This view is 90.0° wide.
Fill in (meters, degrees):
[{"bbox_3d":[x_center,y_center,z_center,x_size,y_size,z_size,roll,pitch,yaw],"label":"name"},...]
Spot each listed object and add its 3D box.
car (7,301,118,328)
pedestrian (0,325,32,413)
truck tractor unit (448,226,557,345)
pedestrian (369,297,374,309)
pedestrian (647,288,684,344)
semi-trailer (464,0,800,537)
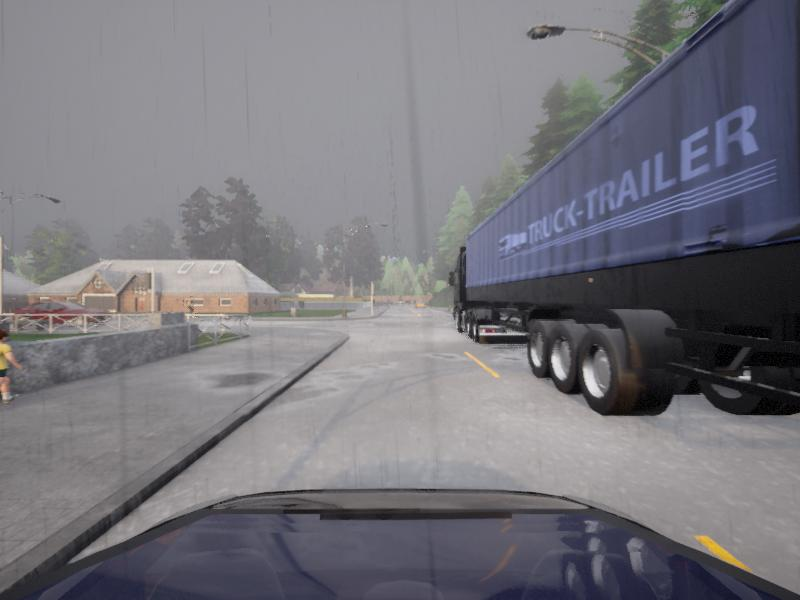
[{"bbox_3d":[-19.894,0.817,23.709,5.008,1.535,1.882,0,0,0],"label":"car"},{"bbox_3d":[-5.372,0.903,5.315,0.500,1.100,0.500,0,0,0],"label":"pedestrian"},{"bbox_3d":[3.995,-0.527,17.335,3.053,4.208,6.516,0,0,0],"label":"truck tractor unit"},{"bbox_3d":[-4.442,0.519,62.024,0.751,1.860,0.751,0,0,2],"label":"pedestrian"},{"bbox_3d":[9.143,0.530,13.790,0.751,1.860,0.751,0,0,-7],"label":"pedestrian"},{"bbox_3d":[4.008,-0.621,9.420,2.717,4.402,14.254,0,0,0],"label":"semi-trailer"}]
